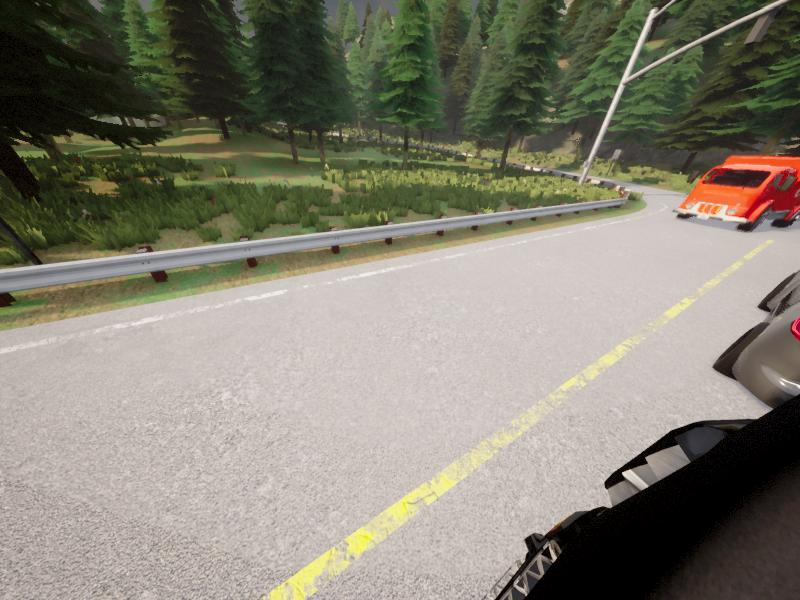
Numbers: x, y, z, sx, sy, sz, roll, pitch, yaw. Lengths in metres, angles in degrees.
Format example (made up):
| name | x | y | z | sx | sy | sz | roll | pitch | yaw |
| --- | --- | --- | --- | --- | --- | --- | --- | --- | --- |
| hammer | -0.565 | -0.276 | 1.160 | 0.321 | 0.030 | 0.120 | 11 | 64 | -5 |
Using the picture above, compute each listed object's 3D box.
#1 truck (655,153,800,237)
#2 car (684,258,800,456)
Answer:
| name | x | y | z | sx | sy | sz | roll | pitch | yaw |
| --- | --- | --- | --- | --- | --- | --- | --- | --- | --- |
| truck | 14.262 | -4.376 | 9.390 | 5.204 | 2.467 | 2.627 | -10 | 35 | -19 |
| car | 5.832 | 0.331 | 2.379 | 4.611 | 1.667 | 2.242 | -16 | 38 | -26 |
